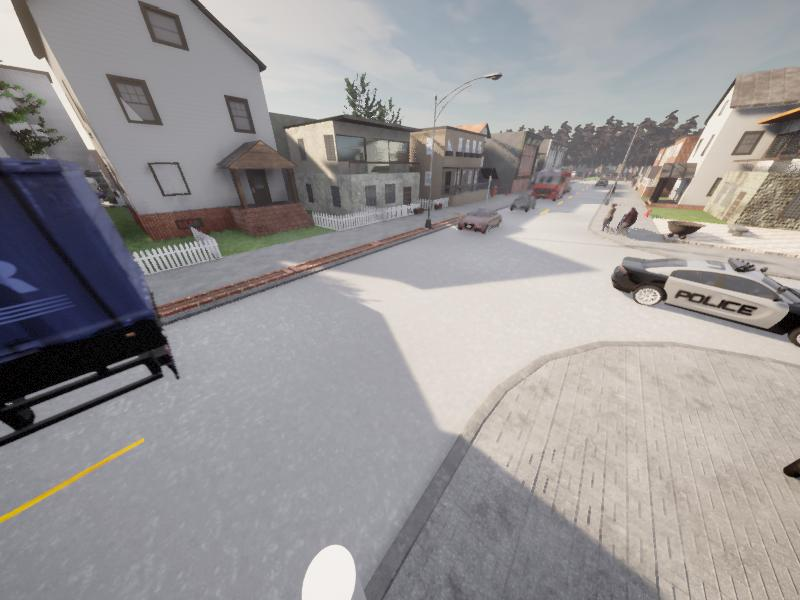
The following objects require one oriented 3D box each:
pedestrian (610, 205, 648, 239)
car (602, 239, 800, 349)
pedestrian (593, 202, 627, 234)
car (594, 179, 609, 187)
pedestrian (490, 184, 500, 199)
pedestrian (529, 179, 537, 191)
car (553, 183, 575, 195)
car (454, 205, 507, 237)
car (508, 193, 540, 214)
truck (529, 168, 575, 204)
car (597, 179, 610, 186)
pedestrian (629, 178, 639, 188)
[{"bbox_3d":[14.016,-4.812,14.206,0.751,1.860,0.751,-1,30,-2],"label":"pedestrian"},{"bbox_3d":[9.794,-0.310,6.902,5.238,1.638,1.930,26,39,38],"label":"car"},{"bbox_3d":[13.767,-5.385,15.198,0.751,1.860,0.751,-7,31,-11],"label":"pedestrian"},{"bbox_3d":[46.613,-27.043,53.315,2.038,1.542,4.974,23,37,34],"label":"car"},{"bbox_3d":[13.093,-14.984,31.842,0.751,1.860,0.751,24,38,35],"label":"pedestrian"},{"bbox_3d":[24.733,-21.378,42.916,0.751,1.860,0.751,24,38,35],"label":"pedestrian"},{"bbox_3d":[28.247,-19.201,39.783,2.163,1.488,4.792,23,37,34],"label":"car"},{"bbox_3d":[5.914,-5.862,16.791,1.994,1.385,4.181,23,37,34],"label":"car"},{"bbox_3d":[12.856,-10.075,23.900,1.789,1.549,3.705,23,37,34],"label":"car"},{"bbox_3d":[20.799,-15.786,31.527,2.891,3.827,8.468,23,37,34],"label":"truck"},{"bbox_3d":[50.640,-29.373,57.513,1.994,1.385,4.181,23,37,34],"label":"car"},{"bbox_3d":[48.643,-24.331,48.031,0.751,1.860,0.751,22,37,33],"label":"pedestrian"}]
